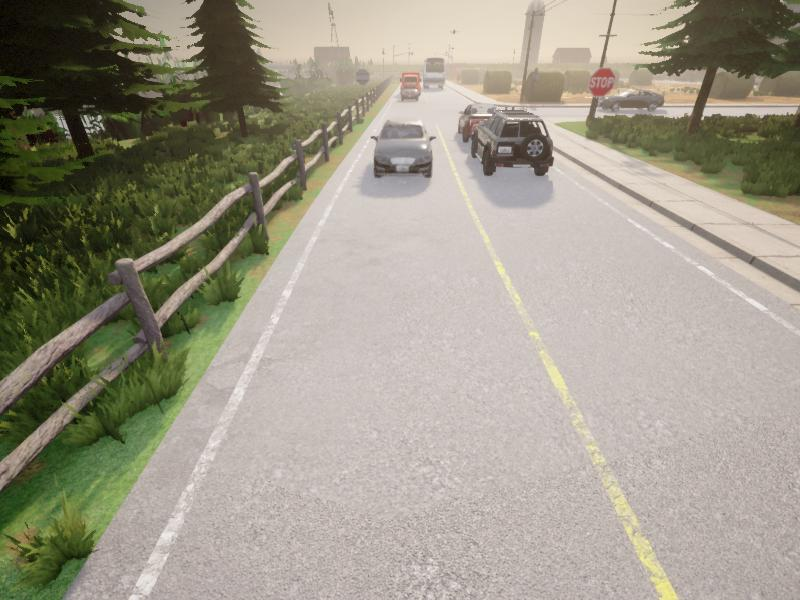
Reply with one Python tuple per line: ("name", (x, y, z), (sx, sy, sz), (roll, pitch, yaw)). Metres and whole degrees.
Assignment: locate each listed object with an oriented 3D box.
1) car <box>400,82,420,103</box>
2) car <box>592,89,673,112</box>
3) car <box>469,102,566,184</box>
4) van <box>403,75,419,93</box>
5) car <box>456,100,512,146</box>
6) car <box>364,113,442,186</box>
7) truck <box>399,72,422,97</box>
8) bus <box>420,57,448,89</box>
("car", (1.005, -20.899, 40.202), (1.851, 1.617, 3.988), (1, 30, 1))
("car", (18.226, -15.784, 31.605), (4.902, 1.511, 2.128), (-1, 30, -1))
("car", (3.648, -5.440, 13.457), (1.932, 1.855, 4.605), (1, 30, 1))
("van", (1.523, -29.794, 55.011), (2.069, 2.038, 4.480), (1, 30, 1))
("car", (3.870, -8.582, 19.188), (2.007, 1.525, 4.514), (2, 30, 3))
("car", (0.123, -5.232, 13.464), (2.128, 1.511, 4.902), (1, 30, 1))
("truck", (1.281, -25.935, 47.971), (2.627, 2.467, 5.204), (1, 30, 1))
("bus", (5.246, -36.622, 64.498), (3.944, 4.253, 10.273), (1, 30, 1))
